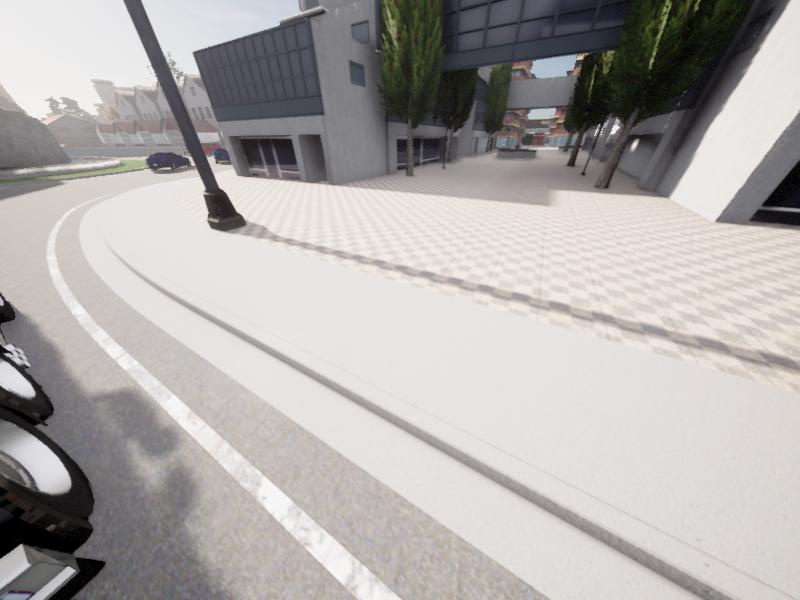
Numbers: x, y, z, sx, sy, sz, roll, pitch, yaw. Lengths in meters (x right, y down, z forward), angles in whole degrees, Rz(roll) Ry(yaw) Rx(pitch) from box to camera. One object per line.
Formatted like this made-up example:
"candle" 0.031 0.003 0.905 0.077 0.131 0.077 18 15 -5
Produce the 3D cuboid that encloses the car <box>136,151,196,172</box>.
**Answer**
"car" -21.856 -13.176 21.856 1.812 1.442 4.674 -8 35 -11

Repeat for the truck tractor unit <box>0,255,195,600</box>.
"truck tractor unit" -5.093 -0.319 0.798 6.516 4.208 3.053 19 39 25
